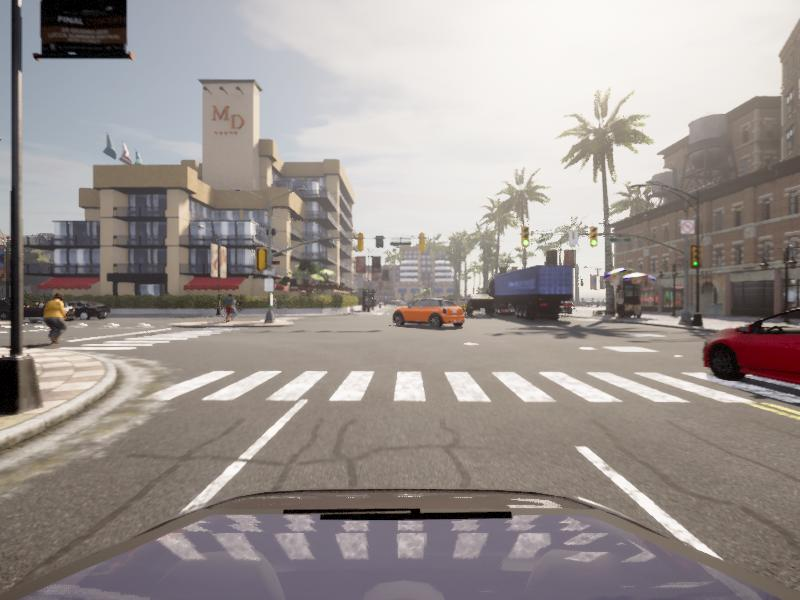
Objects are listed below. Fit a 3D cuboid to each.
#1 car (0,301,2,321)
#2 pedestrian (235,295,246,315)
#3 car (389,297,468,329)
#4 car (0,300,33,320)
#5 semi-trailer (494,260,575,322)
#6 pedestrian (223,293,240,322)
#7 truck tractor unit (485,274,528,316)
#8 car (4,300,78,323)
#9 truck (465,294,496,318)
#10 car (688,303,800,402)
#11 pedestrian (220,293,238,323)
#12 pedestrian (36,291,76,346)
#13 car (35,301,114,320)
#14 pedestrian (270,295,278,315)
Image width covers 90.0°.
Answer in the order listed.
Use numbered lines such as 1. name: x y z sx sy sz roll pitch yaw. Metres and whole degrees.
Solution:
1. car: -31.819 0.826 28.747 4.514 1.525 2.007 0 0 1
2. pedestrian: -15.208 0.476 38.191 0.751 1.860 0.751 0 0 7
3. car: 1.612 0.688 24.187 2.097 1.767 4.553 0 0 -43
4. car: -32.444 0.785 32.265 3.988 1.617 1.851 0 0 1
5. semi-trailer: 11.333 -0.634 35.799 2.717 4.402 14.254 0 0 1
6. pedestrian: -10.879 0.487 25.796 0.751 1.860 0.751 0 0 4
7. truck tractor unit: 11.486 -0.517 43.720 3.053 4.208 6.516 0 0 1
8. car: -25.636 0.811 28.681 3.705 1.549 1.789 0 0 1
9. truck: 7.755 0.528 39.015 2.390 2.098 6.274 0 0 6
10. car: 7.237 0.825 6.438 2.007 1.525 4.514 0 0 1
11. pedestrian: -10.617 0.487 24.852 0.751 1.860 0.751 0 0 1
12. pedestrian: -12.018 0.635 13.977 0.751 1.860 0.751 0 0 6
13. car: -26.082 0.840 32.187 4.892 1.490 1.837 0 0 1
14. pedestrian: -12.342 0.475 39.177 0.751 1.860 0.751 0 0 -15
